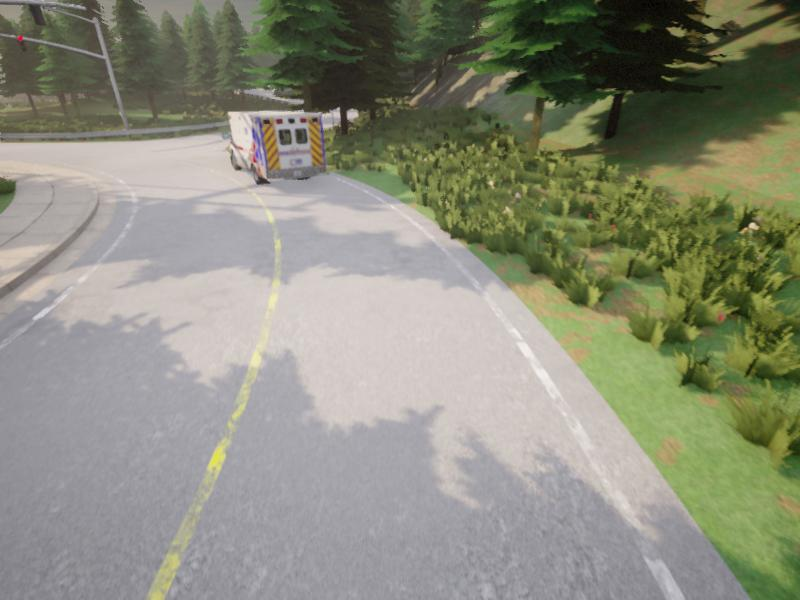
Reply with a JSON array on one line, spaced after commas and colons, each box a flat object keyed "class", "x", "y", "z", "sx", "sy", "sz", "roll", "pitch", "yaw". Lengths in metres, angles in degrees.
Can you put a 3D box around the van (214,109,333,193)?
[{"class": "van", "x": -5.283, "y": -6.247, "z": 16.120, "sx": 2.351, "sy": 2.431, "sz": 6.366, "roll": -18, "pitch": 32, "yaw": -30}]
